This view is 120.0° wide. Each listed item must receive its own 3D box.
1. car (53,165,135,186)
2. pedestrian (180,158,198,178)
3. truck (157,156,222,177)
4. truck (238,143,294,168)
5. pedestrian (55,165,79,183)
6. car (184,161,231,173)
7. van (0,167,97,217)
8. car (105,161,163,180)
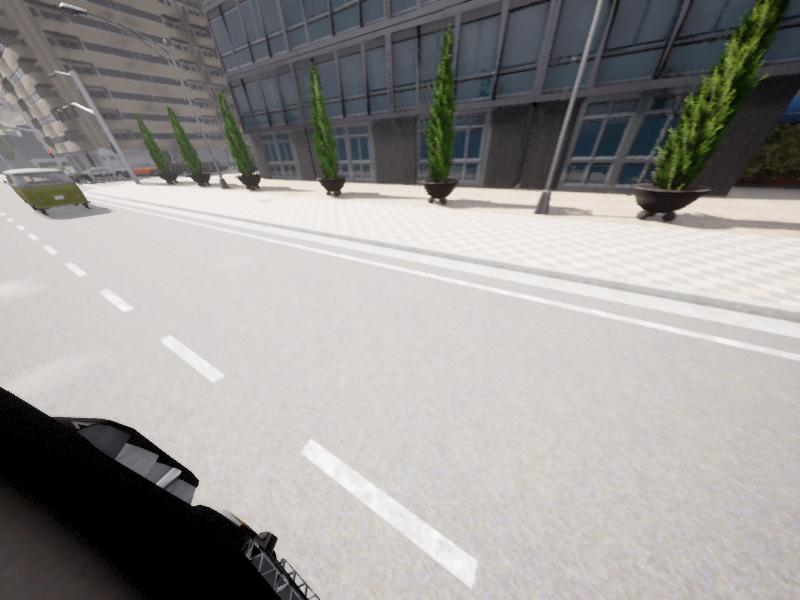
[{"bbox_3d":[-34.958,-14.480,26.649,1.930,1.638,5.238,14,37,23],"label":"car"},{"bbox_3d":[-23.025,-14.371,25.208,0.751,1.860,0.751,-27,41,-33],"label":"pedestrian"},{"bbox_3d":[-30.331,-19.529,33.623,2.390,2.098,6.274,16,38,26],"label":"truck"},{"bbox_3d":[-25.829,-28.396,45.287,2.891,3.827,8.468,17,38,26],"label":"truck"},{"bbox_3d":[-40.097,-15.220,27.867,0.751,1.860,0.751,15,37,25],"label":"pedestrian"},{"bbox_3d":[-31.485,-21.926,37.993,2.033,1.411,5.357,16,38,26],"label":"car"},{"bbox_3d":[-18.715,-5.814,12.209,4.442,1.987,1.775,16,38,26],"label":"van"},{"bbox_3d":[-36.092,-17.714,31.494,2.097,1.767,4.553,18,38,27],"label":"car"}]
